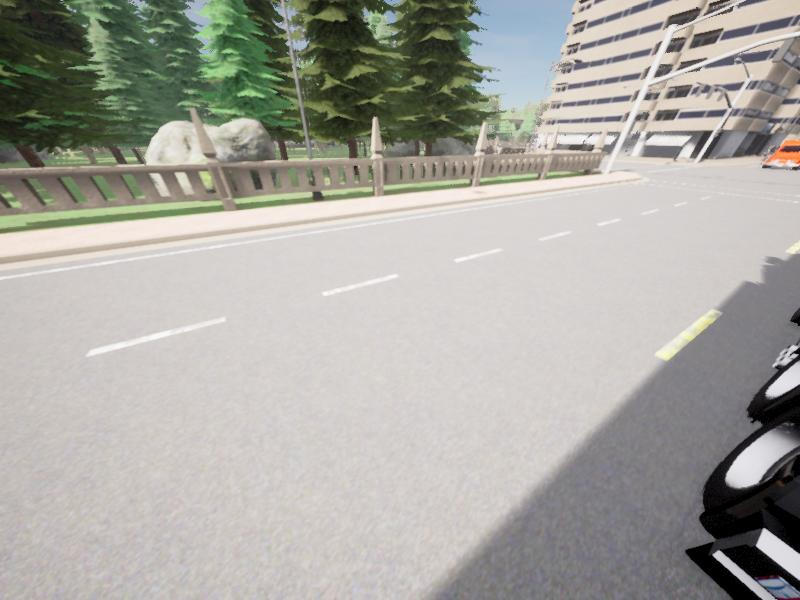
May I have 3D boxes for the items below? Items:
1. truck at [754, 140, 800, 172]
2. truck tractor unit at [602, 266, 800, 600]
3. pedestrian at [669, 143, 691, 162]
[{"bbox_3d":[38.802,-14.290,22.779,5.204,2.467,2.627,-16,38,-23],"label":"truck"},{"bbox_3d":[5.114,-0.296,0.780,6.516,4.208,3.053,-18,39,-24],"label":"truck tractor unit"},{"bbox_3d":[33.936,-17.900,28.057,0.751,1.860,0.751,-13,37,-19],"label":"pedestrian"}]
